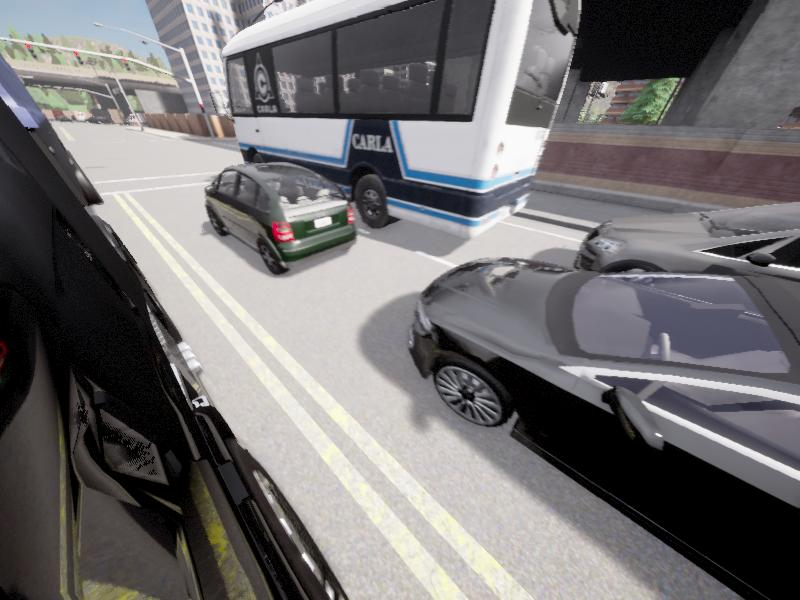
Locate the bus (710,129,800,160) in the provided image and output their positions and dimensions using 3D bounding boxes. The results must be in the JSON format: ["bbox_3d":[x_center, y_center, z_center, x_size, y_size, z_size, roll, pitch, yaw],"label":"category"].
[{"bbox_3d":[69.525,-30.177,44.712,10.273,4.253,3.944,28,44,30],"label":"bus"}]

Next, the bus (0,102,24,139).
[{"bbox_3d":[-40.341,-17.794,21.405,10.273,4.253,3.944,28,44,30],"label":"bus"}]

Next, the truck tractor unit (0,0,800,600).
[{"bbox_3d":[-2.645,-0.295,0.351,6.516,4.208,3.053,28,44,30],"label":"truck tractor unit"}]

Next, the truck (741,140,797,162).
[{"bbox_3d":[55.119,-22.465,34.743,2.615,2.467,5.204,28,44,30],"label":"truck"}]

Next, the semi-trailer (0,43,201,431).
[{"bbox_3d":[-8.694,-3.604,4.239,14.254,4.402,2.717,28,44,30],"label":"semi-trailer"}]

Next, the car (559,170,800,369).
[{"bbox_3d":[5.358,-0.454,3.186,4.611,1.667,2.242,28,44,30],"label":"car"}]

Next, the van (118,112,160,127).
[{"bbox_3d":[-61.858,-42.864,54.904,1.988,2.561,5.915,28,44,30],"label":"van"}]

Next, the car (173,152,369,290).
[{"bbox_3d":[-2.620,-1.927,4.762,3.705,1.549,1.789,28,44,30],"label":"car"}]

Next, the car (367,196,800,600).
[{"bbox_3d":[2.292,0.715,1.567,4.902,1.511,2.128,28,44,30],"label":"car"}]

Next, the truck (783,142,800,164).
[{"bbox_3d":[58.408,-20.700,32.586,2.615,2.467,5.204,28,44,30],"label":"truck"}]

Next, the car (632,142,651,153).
[{"bbox_3d":[43.037,-27.294,41.267,1.816,1.474,4.193,28,44,30],"label":"car"}]

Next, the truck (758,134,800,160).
[{"bbox_3d":[76.603,-28.843,43.721,8.468,3.827,2.891,28,44,30],"label":"truck"}]

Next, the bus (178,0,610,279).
[{"bbox_3d":[-1.448,-5.053,6.760,10.273,4.253,3.944,28,44,30],"label":"bus"}]

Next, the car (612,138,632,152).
[{"bbox_3d":[41.168,-28.767,42.805,1.905,1.878,3.866,28,44,30],"label":"car"}]
